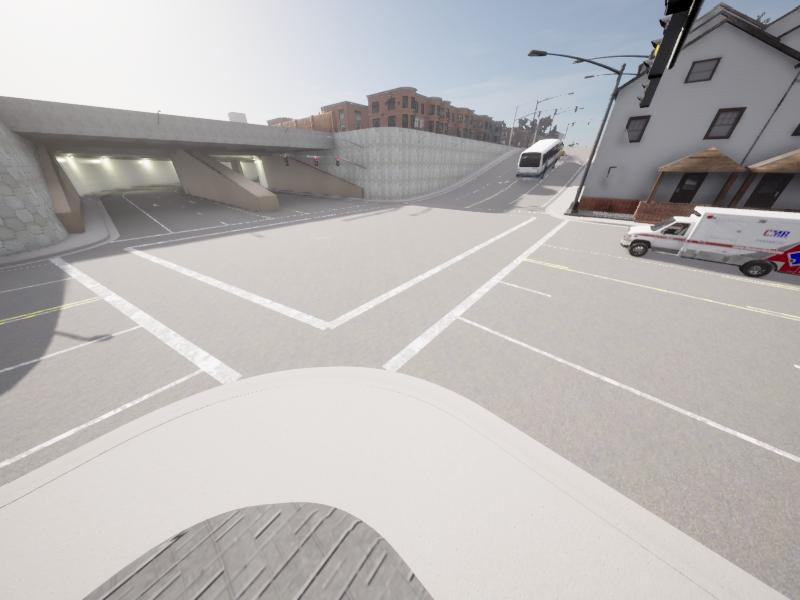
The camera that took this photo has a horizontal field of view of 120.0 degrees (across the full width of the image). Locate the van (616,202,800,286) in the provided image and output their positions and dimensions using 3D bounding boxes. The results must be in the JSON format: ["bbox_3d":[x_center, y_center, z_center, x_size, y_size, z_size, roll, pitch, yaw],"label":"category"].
[{"bbox_3d":[14.908,-2.901,10.908,6.366,2.431,2.351,24,38,35],"label":"van"}]

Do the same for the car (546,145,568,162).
[{"bbox_3d":[28.967,-27.085,42.659,1.801,1.575,5.366,24,51,34],"label":"car"}]

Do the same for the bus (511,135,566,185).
[{"bbox_3d":[21.842,-22.115,36.340,3.944,4.253,10.273,24,51,34],"label":"bus"}]

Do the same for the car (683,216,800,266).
[{"bbox_3d":[18.599,-3.250,12.332,3.988,1.617,1.851,24,38,35],"label":"car"}]
